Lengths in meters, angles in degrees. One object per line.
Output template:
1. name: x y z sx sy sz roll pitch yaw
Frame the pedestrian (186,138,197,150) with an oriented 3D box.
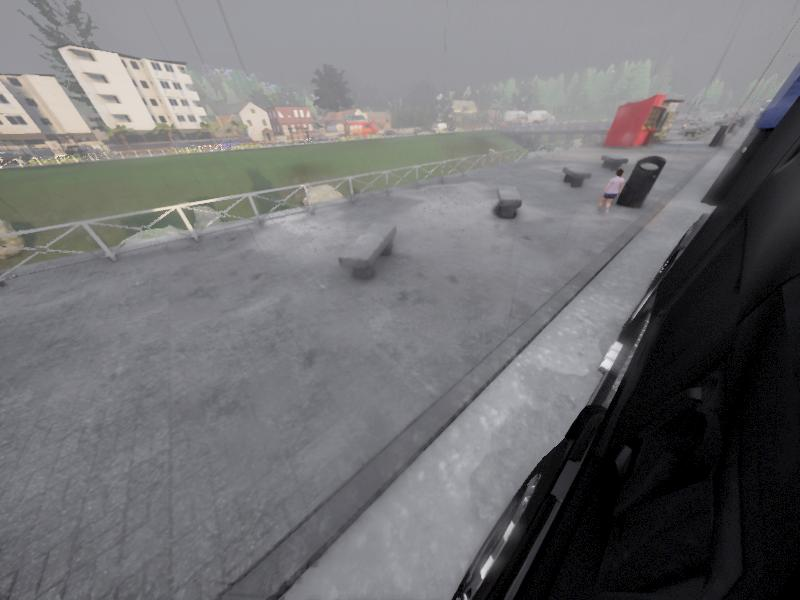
1. pedestrian: -41.555 -31.059 45.993 0.751 1.860 0.751 26 46 33

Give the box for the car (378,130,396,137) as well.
1. car: -3.727 -46.965 65.107 4.892 1.490 1.837 -28 44 -29

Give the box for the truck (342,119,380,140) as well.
1. truck: -9.338 -41.838 56.732 8.468 3.827 2.891 -28 44 -29

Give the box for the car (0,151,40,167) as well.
1. car: -55.063 -19.647 32.248 4.892 1.490 1.837 -27 43 -29

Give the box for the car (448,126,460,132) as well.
1. car: 17.278 -55.008 74.333 3.633 1.501 1.845 -28 44 -29

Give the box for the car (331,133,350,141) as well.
1. car: -14.940 -40.974 57.989 3.806 1.475 1.970 -28 44 -29

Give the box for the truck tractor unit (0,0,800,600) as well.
1. truck tractor unit: 2.645 -0.295 0.352 6.516 4.208 3.053 -28 44 -30

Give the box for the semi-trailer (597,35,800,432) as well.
1. semi-trailer: 8.733 -3.593 4.175 14.254 4.402 2.717 -28 44 -29

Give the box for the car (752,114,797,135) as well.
1. car: 38.947 -18.355 24.130 5.366 1.575 1.801 -28 44 -29

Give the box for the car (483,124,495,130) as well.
1. car: 32.297 -62.923 83.947 4.674 1.442 1.812 -28 44 -29

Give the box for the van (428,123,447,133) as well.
1. van: 12.140 -55.763 74.959 6.366 2.431 2.351 -28 44 -29

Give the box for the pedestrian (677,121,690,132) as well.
1. pedestrian: 36.355 -22.171 29.588 0.500 1.100 0.500 14 40 21

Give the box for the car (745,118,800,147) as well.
1. car: 27.814 -12.378 16.990 4.902 1.511 2.128 -27 43 -29

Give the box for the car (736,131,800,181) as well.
1. car: 15.898 -5.963 9.389 4.181 1.385 1.994 -27 43 -30

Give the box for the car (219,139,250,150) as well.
1. car: -31.139 -29.325 43.522 4.193 1.474 1.816 -28 43 -29

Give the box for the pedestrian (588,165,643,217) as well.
1. pedestrian: 5.341 -2.731 5.803 0.500 1.100 0.500 9 38 15

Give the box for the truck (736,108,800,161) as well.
1. truck: 22.036 -9.530 13.102 6.274 2.098 2.390 -28 43 -29

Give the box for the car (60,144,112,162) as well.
1. car: -45.911 -21.611 33.912 3.866 1.878 1.905 -28 44 -30

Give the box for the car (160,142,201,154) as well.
1. car: -39.851 -27.731 42.056 5.357 1.411 2.033 -28 43 -29

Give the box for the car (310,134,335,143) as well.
1. car: -17.432 -36.584 52.246 4.792 1.488 2.163 -28 43 -29
